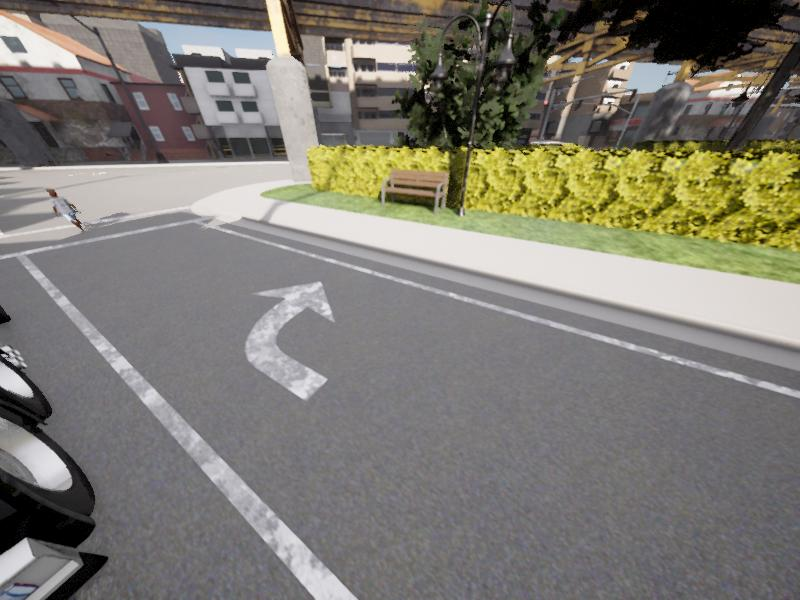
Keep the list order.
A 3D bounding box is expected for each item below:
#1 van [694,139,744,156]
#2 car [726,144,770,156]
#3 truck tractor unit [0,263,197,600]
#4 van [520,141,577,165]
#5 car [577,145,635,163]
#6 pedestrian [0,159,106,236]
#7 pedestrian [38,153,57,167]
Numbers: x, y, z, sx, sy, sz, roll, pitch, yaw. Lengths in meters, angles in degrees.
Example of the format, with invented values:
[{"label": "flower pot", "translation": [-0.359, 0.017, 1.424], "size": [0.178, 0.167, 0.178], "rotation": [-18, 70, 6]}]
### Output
[{"label": "van", "translation": [47.595, -22.755, 34.503], "size": [4.480, 2.038, 2.069], "rotation": [-9, 36, -12]}, {"label": "car", "translation": [54.308, -23.504, 36.112], "size": [4.181, 1.385, 1.994], "rotation": [-8, 36, -11]}, {"label": "truck tractor unit", "translation": [-5.110, -0.301, 0.781], "size": [6.516, 4.208, 3.053], "rotation": [18, 39, 24]}, {"label": "van", "translation": [15.837, -15.838, 24.821], "size": [4.480, 2.038, 2.069], "rotation": [-8, 36, -12]}, {"label": "car", "translation": [23.626, -16.835, 26.597], "size": [5.366, 1.575, 1.801], "rotation": [-9, 36, -12]}, {"label": "pedestrian", "translation": [-9.750, -2.893, 6.558], "size": [0.751, 1.860, 0.751], "rotation": [11, 37, 16]}, {"label": "pedestrian", "translation": [-35.056, -13.919, 22.991], "size": [0.500, 1.100, 0.500], "rotation": [-23, 41, -29]}]
